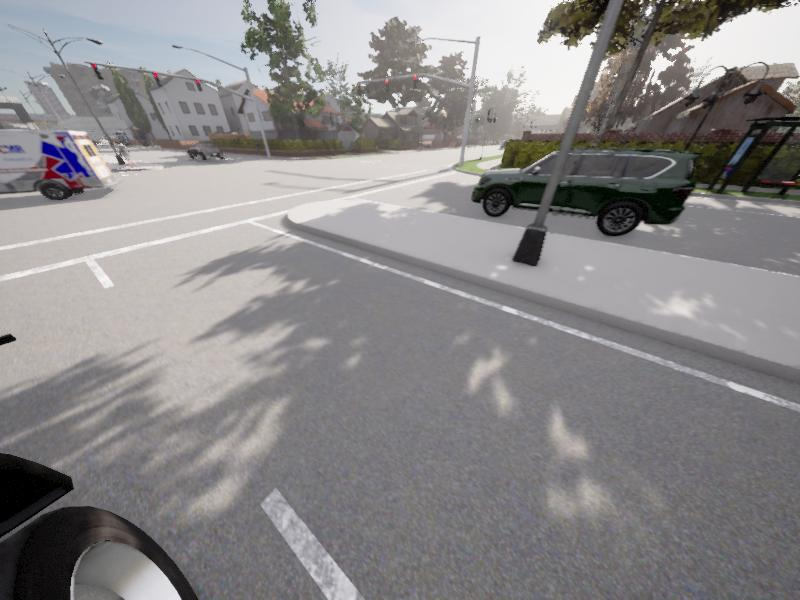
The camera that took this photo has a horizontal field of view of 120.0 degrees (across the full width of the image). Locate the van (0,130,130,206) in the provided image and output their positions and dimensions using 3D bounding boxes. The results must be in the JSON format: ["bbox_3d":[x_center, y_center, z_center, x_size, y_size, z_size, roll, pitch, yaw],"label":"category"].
[{"bbox_3d":[-16.224,-5.304,9.246,6.366,2.431,2.351,-22,41,-29],"label":"van"}]

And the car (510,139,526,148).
[{"bbox_3d":[32.316,-42.826,63.176,2.150,2.045,5.566,22,41,28],"label":"car"}]

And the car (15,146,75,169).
[{"bbox_3d":[-31.353,-12.648,20.408,4.792,1.488,2.163,22,41,28],"label":"car"}]

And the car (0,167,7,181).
[{"bbox_3d":[-26.847,-8.236,14.264,4.181,1.385,1.994,25,42,30],"label":"car"}]

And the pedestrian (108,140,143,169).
[{"bbox_3d":[-21.194,-11.257,17.860,0.751,1.860,0.751,10,36,13],"label":"pedestrian"}]

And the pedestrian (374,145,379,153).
[{"bbox_3d":[-3.802,-24.638,37.660,0.500,1.100,0.500,23,41,29],"label":"pedestrian"}]

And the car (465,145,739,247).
[{"bbox_3d":[5.277,-3.629,7.337,5.566,2.045,2.150,22,41,28],"label":"car"}]

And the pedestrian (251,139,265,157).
[{"bbox_3d":[-18.272,-19.579,29.706,0.751,1.860,0.751,13,37,18],"label":"pedestrian"}]

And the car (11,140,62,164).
[{"bbox_3d":[-36.575,-14.935,23.269,3.866,1.878,1.905,22,41,28],"label":"car"}]

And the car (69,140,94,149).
[{"bbox_3d":[-67.617,-33.052,49.040,4.856,1.649,2.033,22,41,28],"label":"car"}]

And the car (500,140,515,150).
[{"bbox_3d":[25.940,-37.430,55.649,1.932,1.855,4.605,22,41,28],"label":"car"}]

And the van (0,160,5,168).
[{"bbox_3d":[-36.401,-12.464,19.634,4.480,2.038,2.069,22,40,28],"label":"van"}]

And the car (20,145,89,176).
[{"bbox_3d":[-25.583,-10.394,17.102,5.238,1.638,1.930,22,40,27],"label":"car"}]

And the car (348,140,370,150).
[{"bbox_3d":[-7.907,-30.050,44.699,3.806,1.475,1.970,22,41,28],"label":"car"}]

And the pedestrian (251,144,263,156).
[{"bbox_3d":[-19.143,-20.145,30.991,0.751,1.300,0.751,21,40,27],"label":"pedestrian"}]

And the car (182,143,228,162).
[{"bbox_3d":[-22.820,-17.320,26.980,5.027,1.651,2.152,22,41,28],"label":"car"}]

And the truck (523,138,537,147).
[{"bbox_3d":[41.744,-50.773,74.328,2.390,2.098,6.274,22,41,28],"label":"truck"}]

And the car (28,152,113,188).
[{"bbox_3d":[-19.654,-7.861,13.756,5.357,1.411,2.033,22,41,28],"label":"car"}]

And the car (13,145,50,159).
[{"bbox_3d":[-45.746,-18.414,28.670,4.718,1.301,1.895,22,41,28],"label":"car"}]
